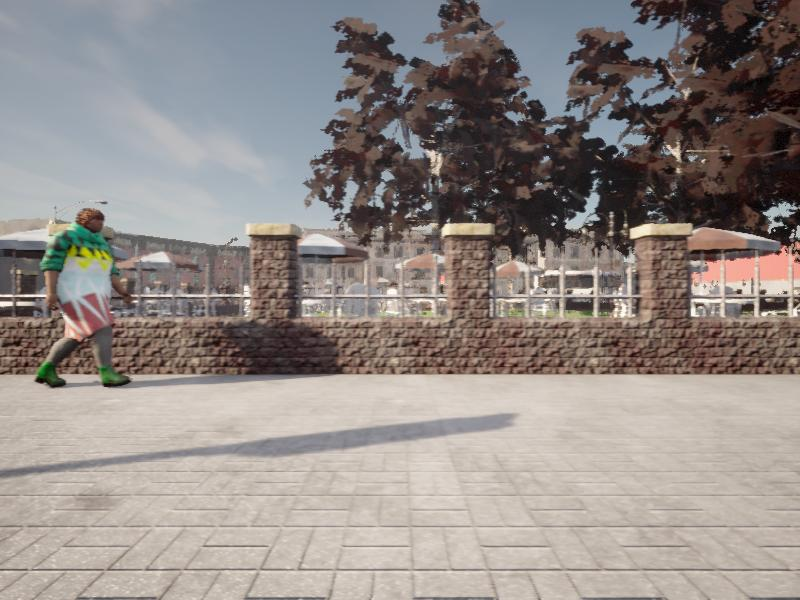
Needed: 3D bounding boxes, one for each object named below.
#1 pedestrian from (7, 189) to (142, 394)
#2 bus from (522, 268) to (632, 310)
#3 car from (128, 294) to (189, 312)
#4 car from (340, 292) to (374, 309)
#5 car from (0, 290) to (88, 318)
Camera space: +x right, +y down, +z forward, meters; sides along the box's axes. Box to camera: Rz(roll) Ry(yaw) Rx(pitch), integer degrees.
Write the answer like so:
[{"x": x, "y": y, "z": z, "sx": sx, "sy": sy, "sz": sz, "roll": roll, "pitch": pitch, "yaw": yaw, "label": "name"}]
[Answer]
[{"x": -3.205, "y": -0.076, "z": 4.021, "sx": 0.751, "sy": 1.860, "sz": 0.751, "roll": 0, "pitch": 0, "yaw": -3, "label": "pedestrian"}, {"x": 19.253, "y": -1.121, "z": 44.092, "sx": 10.273, "sy": 4.253, "sz": 3.944, "roll": -1, "pitch": 0, "yaw": 0, "label": "bus"}, {"x": -21.054, "y": 0.230, "z": 35.210, "sx": 2.128, "sy": 1.511, "sz": 4.902, "roll": 0, "pitch": 0, "yaw": 5, "label": "car"}, {"x": -5.104, "y": 0.047, "z": 47.932, "sx": 3.866, "sy": 1.878, "sz": 1.905, "roll": 0, "pitch": 0, "yaw": 0, "label": "car"}, {"x": -21.243, "y": 0.223, "z": 23.686, "sx": 2.007, "sy": 1.525, "sz": 4.514, "roll": 0, "pitch": 0, "yaw": 0, "label": "car"}]
